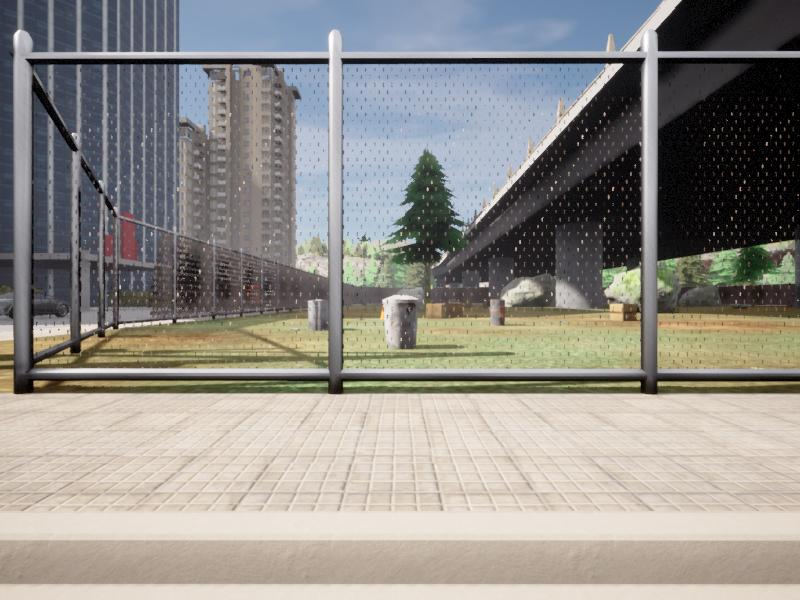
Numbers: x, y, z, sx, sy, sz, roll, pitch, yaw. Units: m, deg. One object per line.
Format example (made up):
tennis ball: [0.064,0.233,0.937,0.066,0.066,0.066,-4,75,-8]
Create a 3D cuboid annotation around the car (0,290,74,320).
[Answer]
car: [-19.462,0.251,20.597,1.994,1.385,4.181,0,0,-1]
